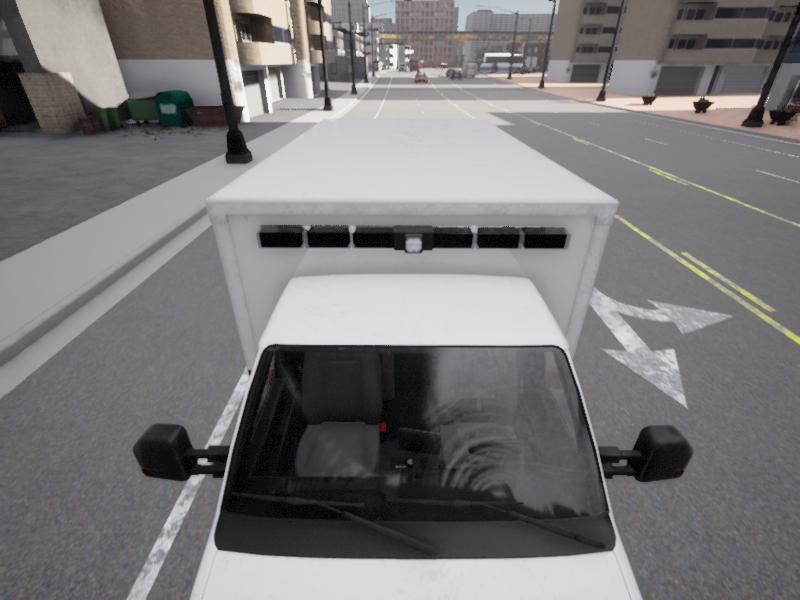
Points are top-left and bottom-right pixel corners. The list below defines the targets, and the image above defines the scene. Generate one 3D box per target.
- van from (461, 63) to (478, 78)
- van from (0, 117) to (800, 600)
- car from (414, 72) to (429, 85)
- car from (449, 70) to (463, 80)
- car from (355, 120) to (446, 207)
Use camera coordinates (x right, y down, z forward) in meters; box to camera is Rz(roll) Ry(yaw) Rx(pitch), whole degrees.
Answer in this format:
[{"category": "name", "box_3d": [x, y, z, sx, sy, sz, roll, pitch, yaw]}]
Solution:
[{"category": "van", "box_3d": [14.077, -46.985, 81.895, 2.351, 2.431, 6.366, 0, 32, 0]}, {"category": "van", "box_3d": [0.061, -0.002, 3.649, 2.351, 2.431, 6.366, 0, 30, 0]}, {"category": "car", "box_3d": [3.563, -37.337, 67.317, 2.242, 1.667, 4.611, 0, 32, 0]}, {"category": "car", "box_3d": [10.570, -42.665, 75.884, 2.128, 1.511, 4.902, 0, 32, 0]}, {"category": "car", "box_3d": [0.016, -4.247, 11.907, 2.128, 1.511, 4.902, 0, 30, 0]}]
